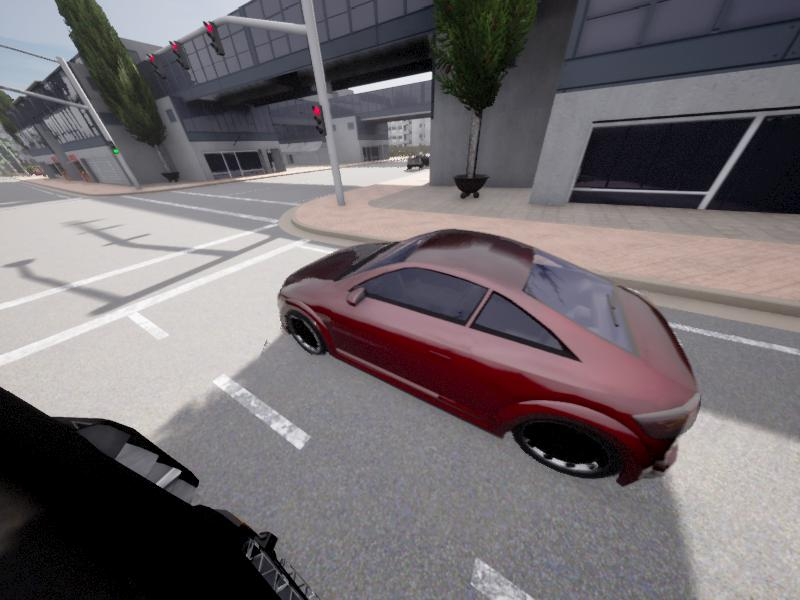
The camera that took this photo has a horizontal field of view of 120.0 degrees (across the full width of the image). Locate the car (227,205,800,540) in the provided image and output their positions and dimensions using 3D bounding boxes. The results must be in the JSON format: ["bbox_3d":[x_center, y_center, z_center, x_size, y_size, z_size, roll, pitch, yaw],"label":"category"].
[{"bbox_3d":[0.407,-0.040,2.738,4.181,1.385,1.994,16,38,26],"label":"car"}]

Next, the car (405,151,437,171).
[{"bbox_3d":[2.347,-15.281,25.322,1.851,1.617,3.988,16,38,26],"label":"car"}]

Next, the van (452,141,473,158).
[{"bbox_3d":[11.996,-28.999,44.391,1.988,2.561,5.915,16,38,26],"label":"van"}]
